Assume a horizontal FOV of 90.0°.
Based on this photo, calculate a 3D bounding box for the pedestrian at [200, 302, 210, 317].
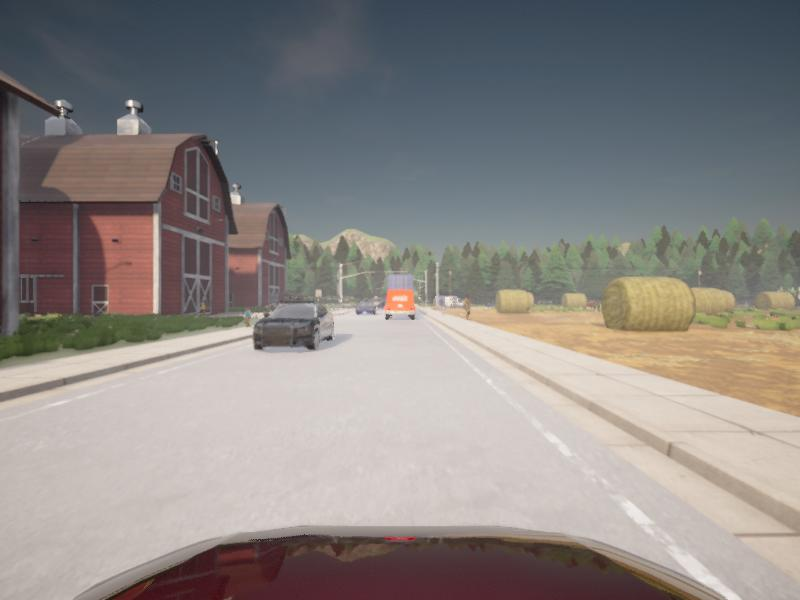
[{"bbox_3d":[-15.067,0.735,30.865,0.500,1.100,0.500,0,0,21],"label":"pedestrian"}]

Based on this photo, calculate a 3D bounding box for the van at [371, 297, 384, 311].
[{"bbox_3d":[-3.491,0.626,63.208,1.775,1.987,4.442,0,0,0],"label":"van"}]

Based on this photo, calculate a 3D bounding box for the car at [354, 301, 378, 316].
[{"bbox_3d":[-3.498,0.871,41.944,2.163,1.488,4.792,0,0,0],"label":"car"}]

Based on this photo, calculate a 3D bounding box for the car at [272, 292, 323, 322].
[{"bbox_3d":[-7.661,0.504,29.834,1.905,1.878,3.866,8,-3,-42],"label":"car"}]

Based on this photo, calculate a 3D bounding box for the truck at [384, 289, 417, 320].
[{"bbox_3d":[0.016,0.359,34.597,2.627,2.467,5.204,1,0,0],"label":"truck"}]

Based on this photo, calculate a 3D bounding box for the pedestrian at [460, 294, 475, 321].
[{"bbox_3d":[4.675,0.500,27.761,0.751,1.860,0.751,0,0,-15],"label":"pedestrian"}]

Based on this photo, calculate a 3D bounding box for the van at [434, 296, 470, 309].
[{"bbox_3d":[9.785,0.445,75.608,6.366,2.431,2.351,0,0,1],"label":"van"}]

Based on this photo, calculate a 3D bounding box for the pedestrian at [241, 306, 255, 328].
[{"bbox_3d":[-7.810,0.876,20.599,0.500,1.100,0.500,0,0,9],"label":"pedestrian"}]

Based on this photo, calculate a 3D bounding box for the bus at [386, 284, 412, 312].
[{"bbox_3d":[-0.128,-0.485,65.918,3.944,4.253,10.273,0,2,0],"label":"bus"}]

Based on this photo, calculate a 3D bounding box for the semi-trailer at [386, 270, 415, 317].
[{"bbox_3d":[0.011,-0.592,44.920,2.717,4.402,14.254,0,0,0],"label":"semi-trailer"}]

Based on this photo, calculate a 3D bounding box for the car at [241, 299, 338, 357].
[{"bbox_3d":[-3.511,0.779,13.875,1.930,1.638,5.238,0,0,0],"label":"car"}]
